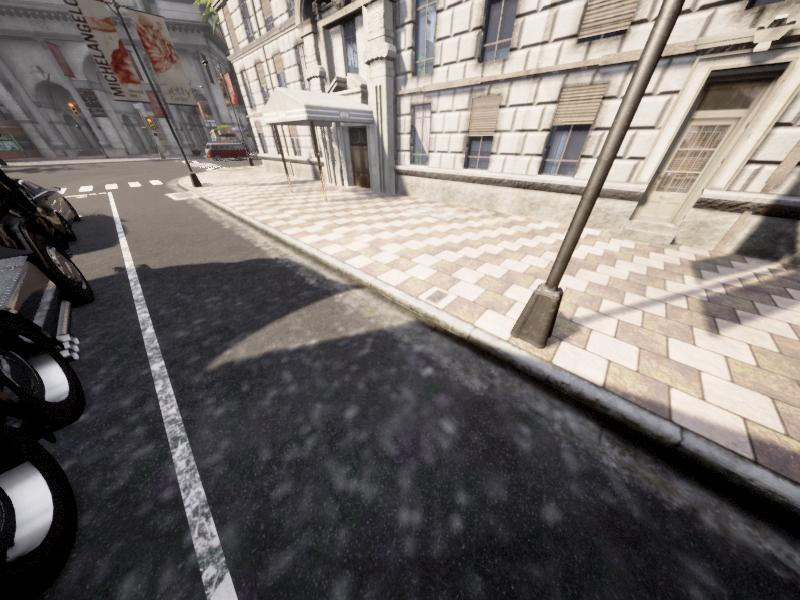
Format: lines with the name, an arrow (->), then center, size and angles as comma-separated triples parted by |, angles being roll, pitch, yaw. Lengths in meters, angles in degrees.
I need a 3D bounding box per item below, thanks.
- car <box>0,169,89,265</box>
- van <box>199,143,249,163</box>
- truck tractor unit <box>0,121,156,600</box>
car -> -10.634, -2.442, 6.257 | 4.902, 1.511, 2.128 | 28, 44, 34
van -> -22.570, -19.071, 29.793 | 1.775, 1.987, 4.442 | 28, 44, 34
truck tractor unit -> -4.849, -0.504, 1.069 | 6.516, 4.208, 3.053 | 28, 44, 34
